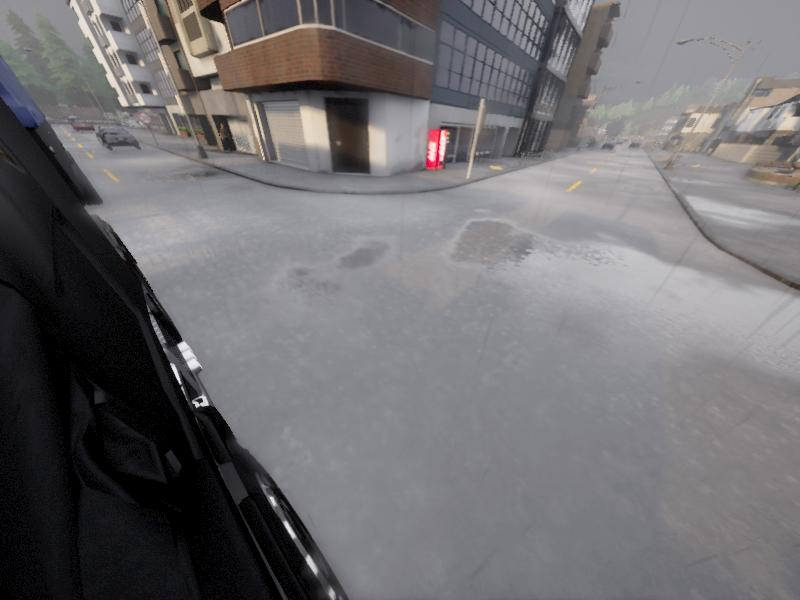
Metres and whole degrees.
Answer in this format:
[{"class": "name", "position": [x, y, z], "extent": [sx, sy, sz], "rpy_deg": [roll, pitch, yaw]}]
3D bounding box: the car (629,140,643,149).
[{"class": "car", "position": [57.845, -38.161, 56.646], "extent": [1.930, 1.638, 5.238], "rpy_deg": [28, 44, 30]}]

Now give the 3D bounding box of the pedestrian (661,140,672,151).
[{"class": "pedestrian", "position": [58.363, -33.927, 50.639], "extent": [0.751, 1.860, 0.751], "rpy_deg": [27, 43, 29]}]

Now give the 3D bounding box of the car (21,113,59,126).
[{"class": "car", "position": [-65.095, -32.700, 41.903], "extent": [2.152, 1.651, 5.027], "rpy_deg": [-22, 43, -28]}]

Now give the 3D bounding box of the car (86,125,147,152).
[{"class": "car", "position": [-22.091, -12.628, 17.963], "extent": [5.357, 1.411, 2.033], "rpy_deg": [28, 44, 30]}]

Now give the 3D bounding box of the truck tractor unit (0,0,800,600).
[{"class": "truck tractor unit", "position": [-2.645, -0.295, 0.352], "extent": [6.516, 4.208, 3.053], "rpy_deg": [28, 44, 30]}]

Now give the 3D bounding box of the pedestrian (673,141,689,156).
[{"class": "pedestrian", "position": [44.011, -23.741, 36.193], "extent": [0.751, 1.860, 0.751], "rpy_deg": [27, 43, 29]}]

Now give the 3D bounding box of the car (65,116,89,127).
[{"class": "car", "position": [-62.044, -34.367, 44.420], "extent": [1.837, 1.490, 4.892], "rpy_deg": [-27, 46, -33]}]

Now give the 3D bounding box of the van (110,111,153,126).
[{"class": "van", "position": [-63.738, -43.019, 54.972], "extent": [1.988, 2.561, 5.915], "rpy_deg": [26, 42, 28]}]

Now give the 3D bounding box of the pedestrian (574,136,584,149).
[{"class": "pedestrian", "position": [32.174, -28.347, 41.610], "extent": [0.751, 1.860, 0.751], "rpy_deg": [22, 41, 24]}]

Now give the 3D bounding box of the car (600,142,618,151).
[{"class": "car", "position": [40.811, -30.046, 45.080], "extent": [1.895, 1.301, 4.718], "rpy_deg": [28, 44, 30]}]

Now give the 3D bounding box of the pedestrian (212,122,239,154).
[{"class": "pedestrian", "position": [-12.591, -11.732, 16.744], "extent": [0.751, 1.860, 0.751], "rpy_deg": [25, 42, 27]}]

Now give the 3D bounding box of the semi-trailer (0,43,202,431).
[{"class": "semi-trailer", "position": [-8.704, -3.599, 4.226], "extent": [14.254, 4.402, 2.717], "rpy_deg": [28, 44, 30]}]

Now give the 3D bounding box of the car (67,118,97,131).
[{"class": "car", "position": [-47.368, -26.084, 34.375], "extent": [4.181, 1.385, 1.994], "rpy_deg": [28, 44, 30]}]

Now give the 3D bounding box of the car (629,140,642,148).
[{"class": "car", "position": [62.494, -41.337, 61.212], "extent": [1.801, 1.575, 5.366], "rpy_deg": [28, 44, 30]}]

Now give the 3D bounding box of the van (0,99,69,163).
[{"class": "van", "position": [-21.274, -9.524, 12.923], "extent": [5.915, 2.561, 1.988], "rpy_deg": [28, 44, 30]}]
